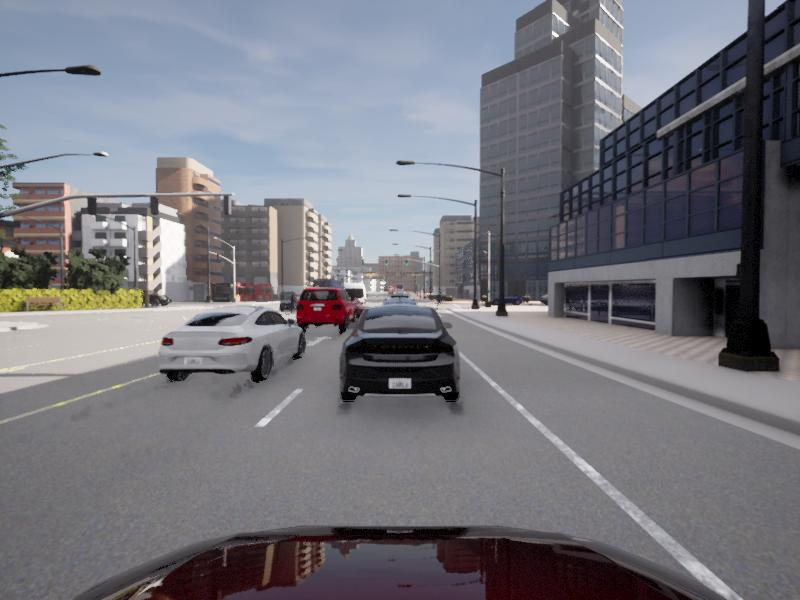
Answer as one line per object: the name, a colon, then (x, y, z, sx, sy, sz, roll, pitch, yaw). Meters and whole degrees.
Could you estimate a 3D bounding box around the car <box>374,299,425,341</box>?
car: (-0.015, 0.730, 17.157, 1.882, 1.535, 5.008, 0, 0, 0)

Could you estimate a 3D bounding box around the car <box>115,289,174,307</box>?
car: (-30.117, -0.259, 47.262, 5.566, 2.045, 2.150, 0, 2, 0)

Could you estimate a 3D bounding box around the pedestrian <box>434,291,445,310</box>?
pedestrian: (3.944, 0.013, 40.122, 0.751, 1.860, 0.751, -1, 2, -28)

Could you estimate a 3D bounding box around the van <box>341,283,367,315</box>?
van: (-3.906, -0.156, 34.710, 1.988, 2.561, 5.915, 0, 2, -4)

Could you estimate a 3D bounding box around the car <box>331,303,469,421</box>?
car: (-0.007, 0.838, 7.753, 1.837, 1.490, 4.892, 0, 1, 0)

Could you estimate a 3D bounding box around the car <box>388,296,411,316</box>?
car: (-0.019, 0.422, 32.803, 1.816, 1.474, 4.193, 0, 1, 0)

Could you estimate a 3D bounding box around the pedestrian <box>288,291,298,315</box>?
pedestrian: (-8.453, 0.238, 31.642, 0.751, 1.860, 0.751, 0, 2, -15)

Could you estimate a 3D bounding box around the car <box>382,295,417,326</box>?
car: (-0.021, 0.536, 24.406, 1.930, 1.638, 5.238, 0, 2, 0)

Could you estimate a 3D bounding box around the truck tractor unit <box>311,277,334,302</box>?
truck tractor unit: (-14.041, -1.855, 73.029, 3.053, 4.208, 6.516, 0, 0, 0)

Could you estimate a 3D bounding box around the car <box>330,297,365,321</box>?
car: (-3.544, 0.554, 27.732, 1.812, 1.442, 4.674, 0, 1, 0)

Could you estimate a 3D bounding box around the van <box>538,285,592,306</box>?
van: (20.722, -0.593, 50.395, 5.915, 2.561, 1.988, 0, 2, 0)

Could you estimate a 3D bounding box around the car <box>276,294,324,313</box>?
car: (-9.194, 0.278, 37.196, 1.882, 1.535, 5.008, 1, 2, 19)

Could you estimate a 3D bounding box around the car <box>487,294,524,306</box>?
car: (13.242, -0.063, 50.463, 4.193, 1.474, 1.816, 0, 2, 0)

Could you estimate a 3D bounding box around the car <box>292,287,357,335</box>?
car: (-3.520, 0.431, 19.746, 2.150, 2.045, 5.566, 0, 1, 0)

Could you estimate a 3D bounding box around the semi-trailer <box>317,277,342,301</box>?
semi-trailer: (-14.094, -2.067, 80.939, 2.717, 4.402, 14.254, 0, 1, -1)

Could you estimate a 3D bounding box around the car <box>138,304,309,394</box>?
car: (-3.510, 0.856, 9.084, 1.812, 1.442, 4.674, 0, 0, 0)
